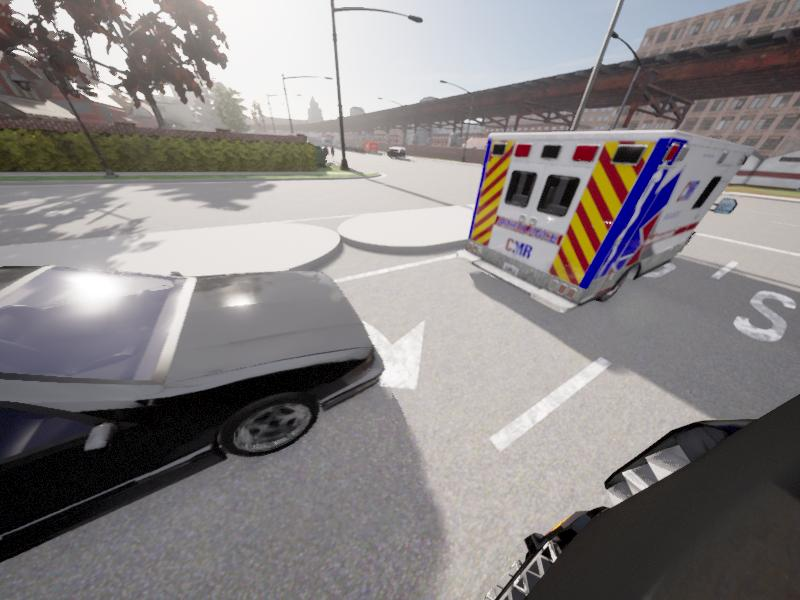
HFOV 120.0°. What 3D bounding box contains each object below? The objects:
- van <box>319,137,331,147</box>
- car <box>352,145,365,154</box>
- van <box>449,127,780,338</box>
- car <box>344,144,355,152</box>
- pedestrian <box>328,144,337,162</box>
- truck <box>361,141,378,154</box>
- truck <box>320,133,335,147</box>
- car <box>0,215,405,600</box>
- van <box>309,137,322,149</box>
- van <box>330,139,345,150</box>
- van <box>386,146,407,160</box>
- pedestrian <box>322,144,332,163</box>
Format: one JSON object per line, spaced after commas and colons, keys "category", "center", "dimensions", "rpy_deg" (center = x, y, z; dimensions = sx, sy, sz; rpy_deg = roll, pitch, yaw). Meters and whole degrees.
{"category": "van", "center": [-26.354, -55.405, 81.079], "dimensions": [1.988, 2.561, 5.915], "rpy_deg": [-16, 39, -26]}
{"category": "car", "center": [-10.616, -38.582, 59.157], "dimensions": [1.789, 1.549, 3.705], "rpy_deg": [-16, 39, -26]}
{"category": "van", "center": [4.450, -1.835, 4.874], "dimensions": [6.366, 2.431, 2.351], "rpy_deg": [-16, 38, -26]}
{"category": "car", "center": [-14.105, -42.213, 64.071], "dimensions": [1.789, 1.549, 3.705], "rpy_deg": [-16, 39, -26]}
{"category": "pedestrian", "center": [-8.786, -19.265, 30.296], "dimensions": [0.751, 1.860, 0.751], "rpy_deg": [-16, 38, -26]}
{"category": "truck", "center": [-8.009, -40.275, 61.059], "dimensions": [2.627, 2.467, 5.204], "rpy_deg": [-16, 39, -26]}
{"category": "truck", "center": [-27.670, -61.334, 88.423], "dimensions": [2.891, 3.827, 8.468], "rpy_deg": [-16, 39, -26]}
{"category": "car", "center": [-2.823, 0.654, 1.487], "dimensions": [5.357, 1.411, 2.033], "rpy_deg": [-16, 38, -26]}
{"category": "van", "center": [-24.680, -45.637, 67.117], "dimensions": [1.988, 2.561, 5.915], "rpy_deg": [-16, 39, -26]}
{"category": "van", "center": [-19.184, -47.879, 71.014], "dimensions": [2.351, 2.431, 6.366], "rpy_deg": [-16, 39, -26]}
{"category": "van", "center": [-0.742, -29.248, 46.014], "dimensions": [2.069, 2.038, 4.480], "rpy_deg": [-20, 40, -30]}
{"category": "pedestrian", "center": [-8.668, -17.284, 27.321], "dimensions": [0.751, 1.860, 0.751], "rpy_deg": [-16, 38, -26]}
